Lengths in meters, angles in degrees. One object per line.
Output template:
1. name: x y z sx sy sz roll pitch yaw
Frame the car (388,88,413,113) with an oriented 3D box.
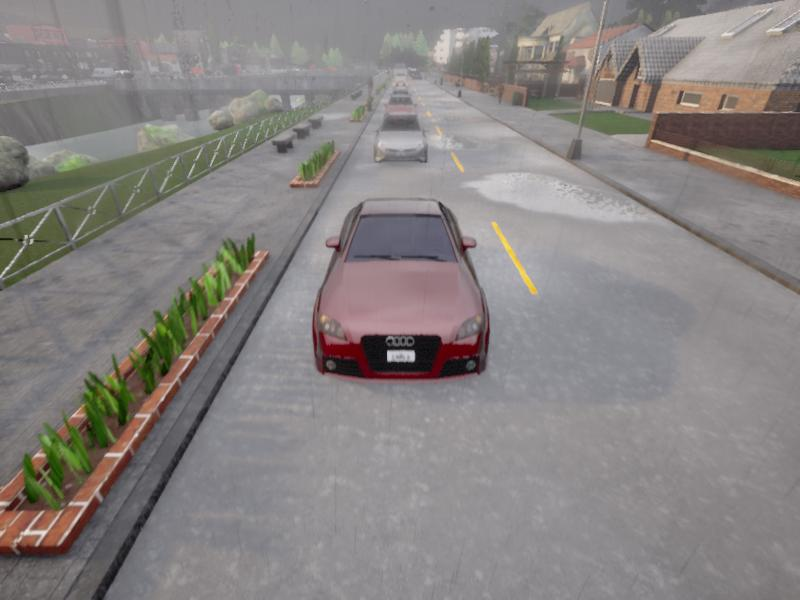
1. car: 0.053 -15.606 31.153 1.816 1.474 4.193 0 30 0

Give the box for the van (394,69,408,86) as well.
1. van: 0.111 -39.202 70.462 2.351 2.431 6.366 0 30 0

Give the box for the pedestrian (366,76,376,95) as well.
1. pedestrian: -3.234 -24.303 45.355 0.751 1.860 0.751 26 39 37

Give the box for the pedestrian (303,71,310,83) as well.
1. pedestrian: -17.162 -40.984 73.541 0.751 1.860 0.751 3 30 5

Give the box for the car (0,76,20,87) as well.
1. car: -65.572 -35.783 65.517 1.837 1.490 4.892 0 30 0

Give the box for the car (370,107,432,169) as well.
1. car: 0.029 -6.275 15.180 2.007 1.525 4.514 0 30 0

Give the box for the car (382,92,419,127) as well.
1. car: 0.043 -11.640 24.336 2.007 1.525 4.514 0 30 0

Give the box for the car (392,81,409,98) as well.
1. car: 0.070 -23.163 43.994 1.845 1.501 3.633 0 30 0

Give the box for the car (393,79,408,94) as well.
1. car: 0.084 -27.612 51.576 1.882 1.535 5.008 0 30 0

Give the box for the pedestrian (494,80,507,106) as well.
1. pedestrian: 8.329 -17.173 33.196 0.751 1.860 0.751 1 30 1

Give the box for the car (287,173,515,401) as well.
1. car: 0.013 -0.599 5.651 1.994 1.385 4.181 0 30 0
